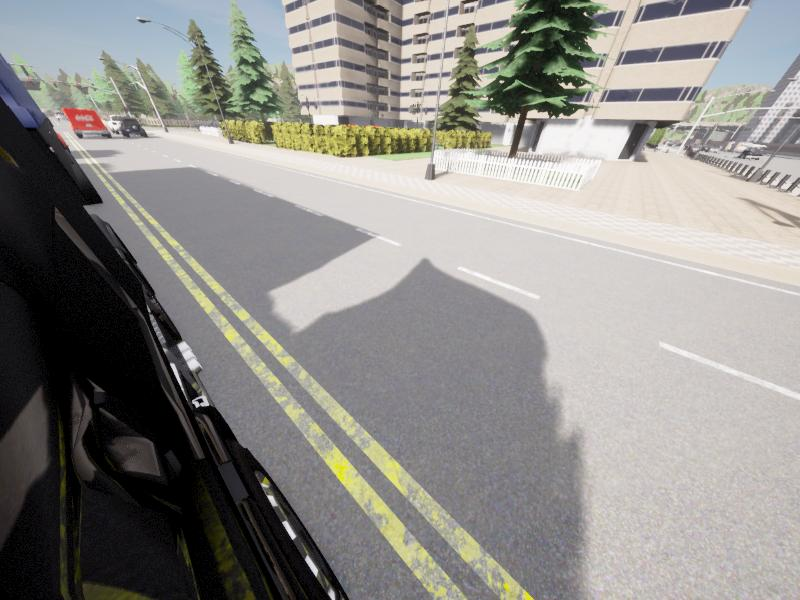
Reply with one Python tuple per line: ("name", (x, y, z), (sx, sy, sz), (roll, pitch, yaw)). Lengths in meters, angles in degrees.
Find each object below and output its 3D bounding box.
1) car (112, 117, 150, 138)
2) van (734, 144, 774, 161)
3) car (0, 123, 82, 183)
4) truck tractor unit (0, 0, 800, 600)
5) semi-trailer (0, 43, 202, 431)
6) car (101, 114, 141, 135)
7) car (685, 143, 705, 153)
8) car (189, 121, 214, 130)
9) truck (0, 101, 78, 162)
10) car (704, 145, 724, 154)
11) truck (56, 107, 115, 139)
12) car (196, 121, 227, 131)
("car", (-31.984, -20.518, 27.475), (3.866, 1.878, 1.905), (28, 44, 30))
("van", (57.871, -24.155, 37.851), (2.069, 2.038, 4.480), (28, 44, 30))
("car", (-15.844, -6.294, 9.675), (4.611, 1.667, 2.242), (28, 43, 30))
("truck tractor unit", (-2.645, -0.295, 0.351), (6.516, 4.208, 3.053), (28, 44, 30))
("semi-trailer", (-8.695, -3.609, 4.229), (14.254, 4.402, 2.717), (28, 44, 30))
("car", (-37.393, -23.473, 30.956), (5.566, 2.045, 2.150), (28, 44, 30))
("car", (73.092, -37.714, 57.250), (2.033, 1.649, 4.856), (28, 44, 30))
("car", (-45.074, -39.729, 52.596), (1.845, 1.501, 3.633), (28, 44, 30))
("truck", (-21.380, -9.597, 13.064), (5.204, 2.467, 2.627), (28, 44, 30))
("car", (76.890, -37.010, 56.644), (1.851, 1.617, 3.988), (28, 44, 30))
("truck", (-33.516, -18.836, 24.649), (5.204, 2.467, 2.627), (28, 44, 30))
("car", (-41.831, -38.670, 51.411), (2.242, 1.667, 4.611), (28, 44, 30))
